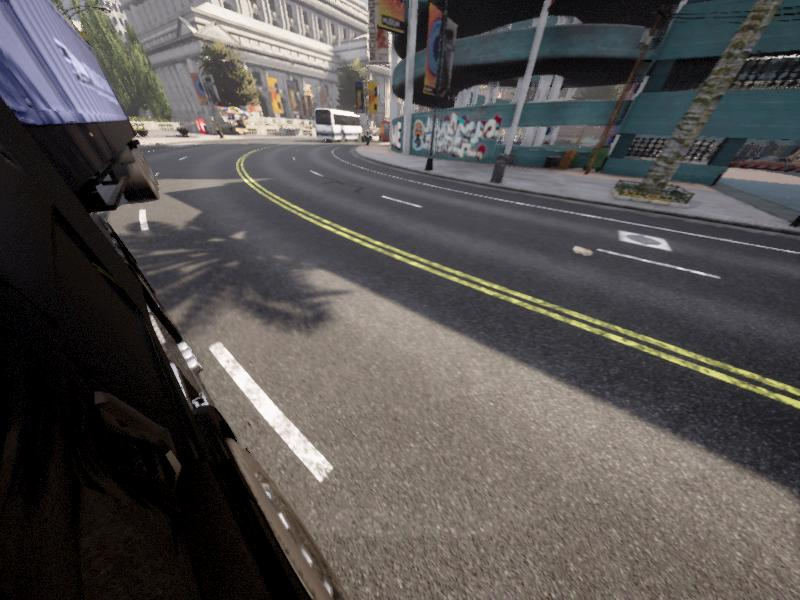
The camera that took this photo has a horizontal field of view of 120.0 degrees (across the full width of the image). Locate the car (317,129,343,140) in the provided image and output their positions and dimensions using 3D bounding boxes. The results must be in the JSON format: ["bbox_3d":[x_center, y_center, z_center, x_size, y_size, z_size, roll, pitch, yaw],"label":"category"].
[{"bbox_3d":[-13.945,-33.310,46.402,2.242,1.667,4.611,20,40,22],"label":"car"}]

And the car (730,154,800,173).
[{"bbox_3d":[41.566,-15.416,26.078,4.718,1.301,1.895,25,42,27],"label":"car"}]

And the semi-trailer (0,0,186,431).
[{"bbox_3d":[-7.971,-4.012,4.838,2.717,4.402,14.254,-26,45,-32],"label":"semi-trailer"}]

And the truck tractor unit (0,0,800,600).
[{"bbox_3d":[-2.645,-0.295,0.352,6.516,4.208,3.053,28,44,30],"label":"truck tractor unit"}]

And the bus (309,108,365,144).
[{"bbox_3d":[-10.142,-29.444,39.259,3.944,4.253,10.273,13,38,14],"label":"bus"}]

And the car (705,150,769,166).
[{"bbox_3d":[48.699,-20.663,33.584,4.786,1.482,2.161,25,42,27],"label":"car"}]

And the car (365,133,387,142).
[{"bbox_3d":[-4.872,-33.589,47.717,1.895,1.301,4.718,23,41,25],"label":"car"}]

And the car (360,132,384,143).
[{"bbox_3d":[-4.994,-29.617,42.136,2.038,1.542,4.974,18,39,20],"label":"car"}]

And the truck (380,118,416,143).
[{"bbox_3d":[-0.306,-34.729,47.443,2.891,3.827,8.468,24,41,26],"label":"truck"}]

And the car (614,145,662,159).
[{"bbox_3d":[36.906,-23.137,36.055,4.902,1.511,2.128,25,42,27],"label":"car"}]

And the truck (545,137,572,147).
[{"bbox_3d":[46.954,-46.835,68.520,6.274,2.098,2.390,25,42,27],"label":"truck"}]
